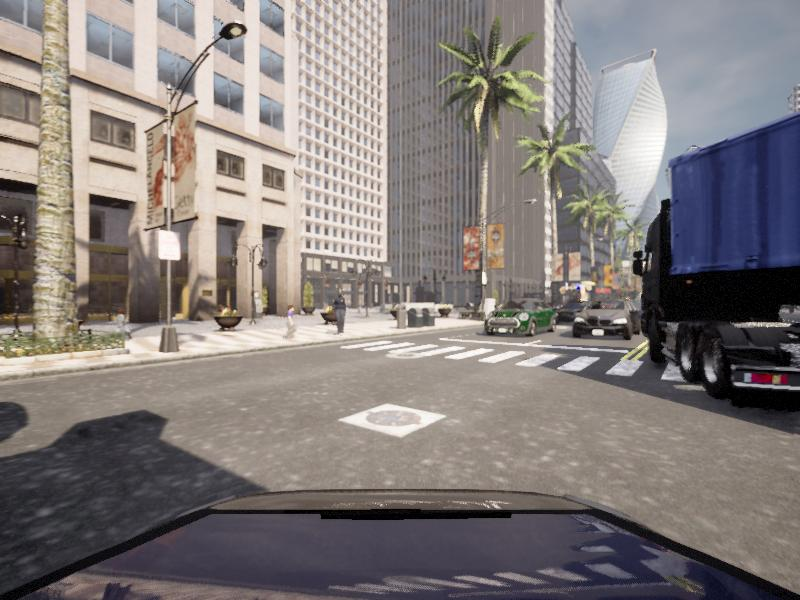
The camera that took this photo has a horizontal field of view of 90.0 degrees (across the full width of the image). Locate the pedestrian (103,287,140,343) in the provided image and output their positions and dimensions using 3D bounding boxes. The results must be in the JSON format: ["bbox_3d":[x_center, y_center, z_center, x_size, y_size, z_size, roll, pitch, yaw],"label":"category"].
[{"bbox_3d":[-9.537,0.495,13.703,0.751,1.860,0.751,0,0,24],"label":"pedestrian"}]

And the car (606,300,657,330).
[{"bbox_3d":[13.903,0.800,23.849,2.033,1.649,4.856,0,0,37],"label":"car"}]

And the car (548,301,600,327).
[{"bbox_3d":[11.760,0.852,26.816,2.038,1.542,4.974,0,0,37],"label":"car"}]

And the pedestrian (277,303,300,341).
[{"bbox_3d":[-4.042,0.777,14.507,0.751,1.300,0.751,0,0,-12],"label":"pedestrian"}]

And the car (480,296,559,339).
[{"bbox_3d":[5.738,0.711,18.875,2.097,1.767,4.553,0,0,37],"label":"car"}]

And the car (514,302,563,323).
[{"bbox_3d":[10.696,0.880,30.690,2.163,1.488,4.792,0,0,37],"label":"car"}]

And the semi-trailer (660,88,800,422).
[{"bbox_3d":[7.772,-0.626,0.702,2.717,4.402,14.254,-1,0,-13],"label":"semi-trailer"}]

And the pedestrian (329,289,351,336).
[{"bbox_3d":[-2.432,0.498,16.183,0.751,1.860,0.751,0,0,-17],"label":"pedestrian"}]

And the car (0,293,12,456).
[{"bbox_3d":[-6.315,0.759,2.989,2.242,1.667,4.611,0,0,37],"label":"car"}]

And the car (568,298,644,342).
[{"bbox_3d":[9.239,0.773,17.702,2.242,1.667,4.611,0,0,37],"label":"car"}]

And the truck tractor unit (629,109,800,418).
[{"bbox_3d":[7.084,-0.511,8.324,3.053,4.208,6.516,0,0,21],"label":"truck tractor unit"}]
